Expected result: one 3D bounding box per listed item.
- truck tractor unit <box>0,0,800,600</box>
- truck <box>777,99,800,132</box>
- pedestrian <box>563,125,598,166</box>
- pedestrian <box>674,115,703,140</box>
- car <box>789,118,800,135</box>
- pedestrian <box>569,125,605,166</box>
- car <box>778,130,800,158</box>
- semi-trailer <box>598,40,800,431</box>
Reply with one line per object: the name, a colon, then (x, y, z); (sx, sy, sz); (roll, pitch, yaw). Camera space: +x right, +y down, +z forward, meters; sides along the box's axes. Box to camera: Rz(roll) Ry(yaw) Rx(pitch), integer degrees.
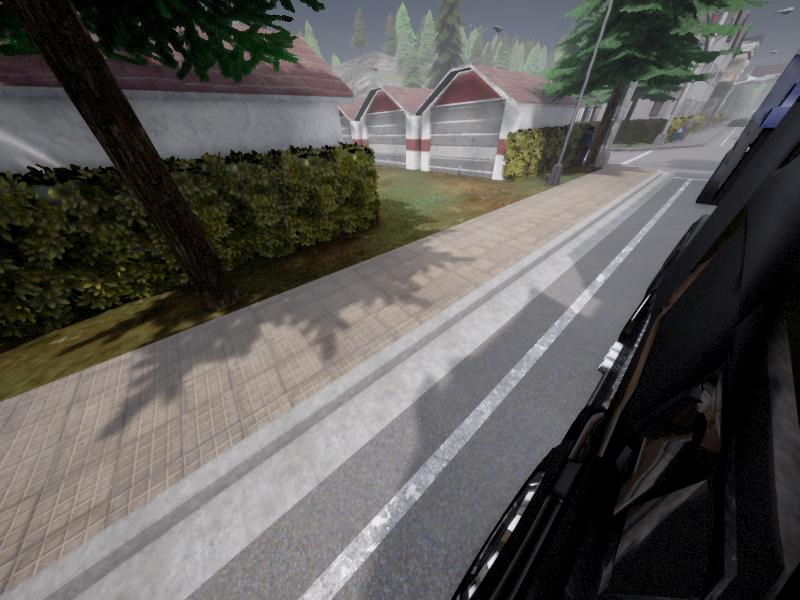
truck tractor unit: (2.645, -0.295, 0.351); (6.516, 4.208, 3.053); (-28, 44, -30)
truck: (50.093, -22.903, 27.935); (8.468, 3.827, 2.891); (-28, 44, -30)
pedestrian: (10.148, -8.699, 13.035); (0.751, 1.860, 0.751); (-27, 43, -29)
pedestrian: (26.997, -16.135, 21.676); (0.751, 1.860, 0.751); (12, 39, 19)
car: (43.332, -18.332, 24.162); (4.974, 1.542, 2.038); (-28, 44, -30)
pedestrian: (10.648, -8.780, 13.185); (0.751, 1.860, 0.751); (-20, 40, -22)
car: (25.125, -8.976, 12.765); (5.027, 1.651, 2.152); (-10, 38, -9)
semi-trailer: (8.677, -3.620, 4.248); (14.254, 4.402, 2.717); (-28, 44, -30)
